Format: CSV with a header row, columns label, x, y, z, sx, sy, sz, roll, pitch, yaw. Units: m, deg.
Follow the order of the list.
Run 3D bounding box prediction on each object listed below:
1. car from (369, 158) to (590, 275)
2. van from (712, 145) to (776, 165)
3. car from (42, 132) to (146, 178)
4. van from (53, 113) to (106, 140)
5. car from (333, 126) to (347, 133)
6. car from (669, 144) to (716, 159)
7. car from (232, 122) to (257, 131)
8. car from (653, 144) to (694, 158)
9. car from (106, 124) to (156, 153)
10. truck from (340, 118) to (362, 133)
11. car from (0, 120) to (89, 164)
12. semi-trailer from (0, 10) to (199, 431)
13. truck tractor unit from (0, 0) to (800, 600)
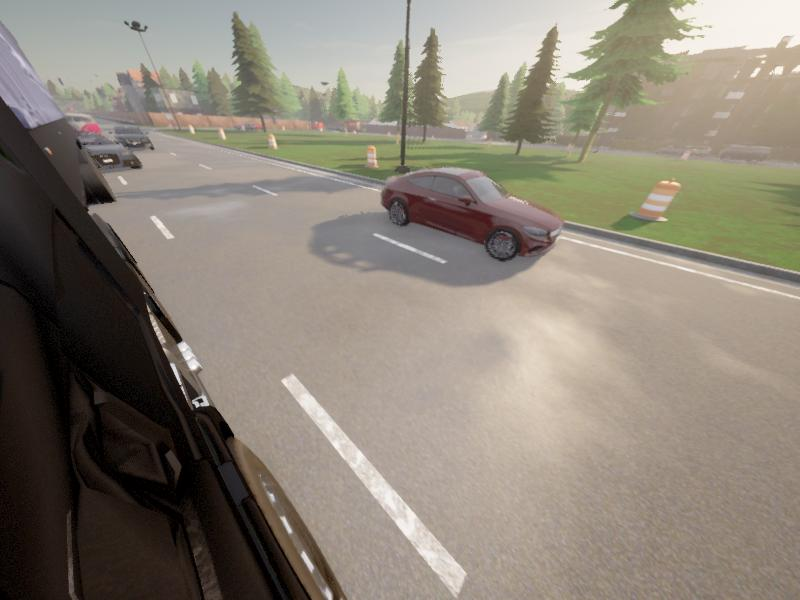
label,x,y,z,sx,sy,sz,roll,pitch,yaw
car,1.517,-2.442,5.814,4.674,1.442,1.812,30,44,31
van,47.670,-20.311,32.227,4.442,1.987,1.775,29,44,31
car,-14.354,-6.942,10.858,4.181,1.385,1.994,24,43,27
van,-32.087,-17.538,23.317,1.775,1.987,4.442,-23,44,-30
car,-20.868,-58.987,79.751,4.611,1.667,2.242,30,44,31
car,49.023,-25.041,38.894,4.611,1.667,2.242,30,44,31
car,-38.168,-42.523,56.713,2.007,1.525,4.514,26,42,27
car,44.854,-24.567,38.042,3.988,1.617,1.851,30,44,31
car,-20.344,-12.322,17.535,1.837,1.490,4.892,-28,46,-34
truck,-17.818,-63.832,84.501,8.468,3.827,2.891,30,44,31
car,-19.855,-8.953,12.960,5.027,1.651,2.152,29,44,31
semi-trailer,-8.547,-3.708,4.365,14.254,4.402,2.717,30,44,31
truck tractor unit,-2.645,-0.295,0.351,6.516,4.208,3.053,28,44,30
